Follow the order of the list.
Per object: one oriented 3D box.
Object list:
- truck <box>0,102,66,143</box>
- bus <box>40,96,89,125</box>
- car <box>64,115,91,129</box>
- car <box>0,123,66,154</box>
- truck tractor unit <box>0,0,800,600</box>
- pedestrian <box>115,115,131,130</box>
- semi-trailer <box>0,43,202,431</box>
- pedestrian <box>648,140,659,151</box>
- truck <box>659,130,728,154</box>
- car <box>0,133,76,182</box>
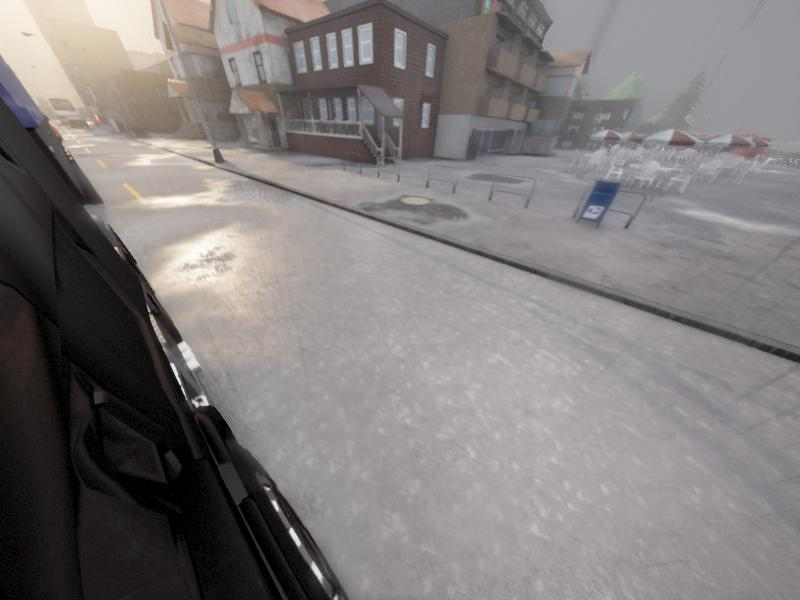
[{"bbox_3d":[-31.258,-14.857,19.470,5.204,2.467,2.627,27,43,31],"label":"truck"},{"bbox_3d":[-70.515,-39.642,48.523,10.273,4.253,3.944,28,44,30],"label":"bus"},{"bbox_3d":[-54.311,-30.003,38.863,5.238,1.638,1.930,28,44,30],"label":"car"},{"bbox_3d":[-24.066,-10.581,15.101,4.181,1.385,1.994,28,44,30],"label":"car"},{"bbox_3d":[-2.645,-0.295,0.352,6.516,4.208,3.053,28,44,30],"label":"truck tractor unit"},{"bbox_3d":[-44.278,-28.419,36.981,0.751,1.860,0.751,-16,41,-23],"label":"pedestrian"},{"bbox_3d":[-8.699,-3.606,4.225,14.254,4.402,2.717,28,44,30],"label":"semi-trailer"},{"bbox_3d":[51.397,-31.309,46.813,0.751,1.860,0.751,28,44,30],"label":"pedestrian"},{"bbox_3d":[64.460,-35.145,51.264,8.468,3.827,2.891,28,44,30],"label":"truck"},{"bbox_3d":[-16.020,-6.254,9.899,4.718,1.301,1.895,28,44,30],"label":"car"}]
